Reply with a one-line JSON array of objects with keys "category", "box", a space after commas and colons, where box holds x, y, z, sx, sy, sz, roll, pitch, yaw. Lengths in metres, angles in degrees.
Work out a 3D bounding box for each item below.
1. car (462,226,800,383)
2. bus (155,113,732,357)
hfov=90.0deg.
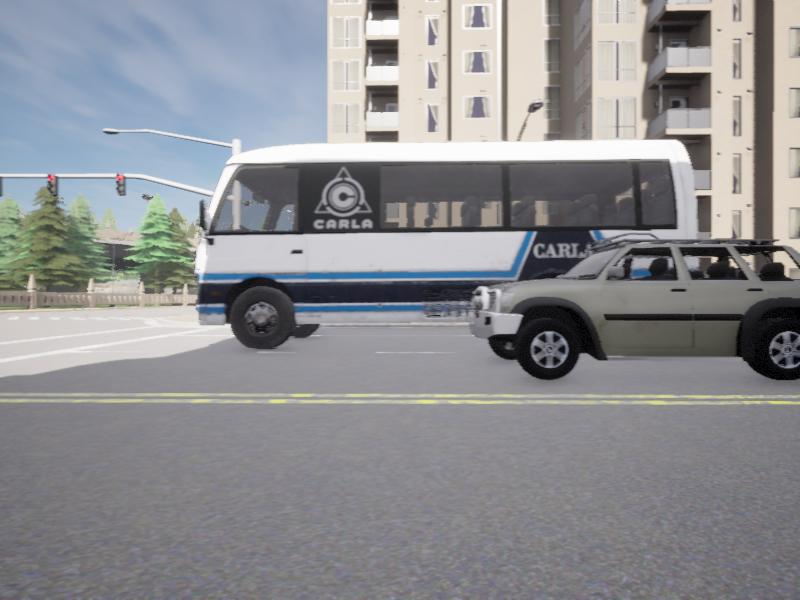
[{"category": "car", "box": [3.335, 0.051, 5.717, 4.605, 1.855, 1.932, 0, 0, 1]}, {"category": "bus", "box": [0.757, -1.140, 9.129, 10.273, 4.253, 3.944, -1, 0, 1]}]
